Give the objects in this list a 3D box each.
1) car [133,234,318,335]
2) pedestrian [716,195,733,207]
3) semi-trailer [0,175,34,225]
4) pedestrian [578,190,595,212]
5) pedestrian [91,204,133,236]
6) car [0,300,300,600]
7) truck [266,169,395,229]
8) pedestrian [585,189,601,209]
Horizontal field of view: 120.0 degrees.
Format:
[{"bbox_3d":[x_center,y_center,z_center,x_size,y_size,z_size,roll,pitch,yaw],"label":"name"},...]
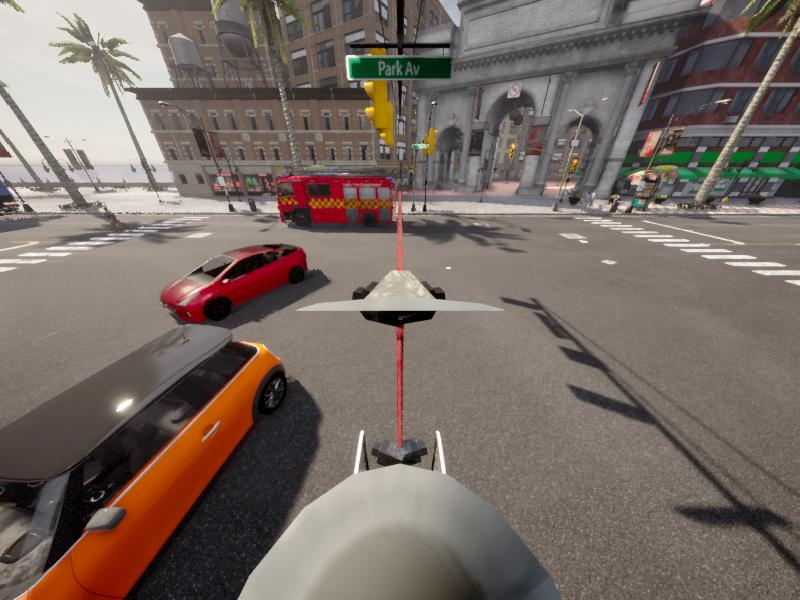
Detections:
[{"bbox_3d":[-5.455,-0.929,8.089,2.007,1.525,4.514,16,33,25],"label":"car"},{"bbox_3d":[35.522,-10.815,25.284,0.500,1.100,0.500,0,30,1],"label":"pedestrian"},{"bbox_3d":[-38.761,-8.187,17.765,14.254,4.402,2.717,0,30,1],"label":"semi-trailer"},{"bbox_3d":[18.049,-9.579,22.383,0.751,1.860,0.751,18,35,28],"label":"pedestrian"},{"bbox_3d":[-18.872,-5.247,15.186,0.751,1.860,0.751,-2,30,-3],"label":"pedestrian"},{"bbox_3d":[-3.582,1.982,2.779,2.097,1.767,4.553,5,30,8],"label":"car"},{"bbox_3d":[-4.681,-7.739,17.585,8.468,3.827,2.891,0,30,1],"label":"truck"},{"bbox_3d":[20.055,-10.525,24.023,0.751,1.860,0.751,20,36,31],"label":"pedestrian"}]
